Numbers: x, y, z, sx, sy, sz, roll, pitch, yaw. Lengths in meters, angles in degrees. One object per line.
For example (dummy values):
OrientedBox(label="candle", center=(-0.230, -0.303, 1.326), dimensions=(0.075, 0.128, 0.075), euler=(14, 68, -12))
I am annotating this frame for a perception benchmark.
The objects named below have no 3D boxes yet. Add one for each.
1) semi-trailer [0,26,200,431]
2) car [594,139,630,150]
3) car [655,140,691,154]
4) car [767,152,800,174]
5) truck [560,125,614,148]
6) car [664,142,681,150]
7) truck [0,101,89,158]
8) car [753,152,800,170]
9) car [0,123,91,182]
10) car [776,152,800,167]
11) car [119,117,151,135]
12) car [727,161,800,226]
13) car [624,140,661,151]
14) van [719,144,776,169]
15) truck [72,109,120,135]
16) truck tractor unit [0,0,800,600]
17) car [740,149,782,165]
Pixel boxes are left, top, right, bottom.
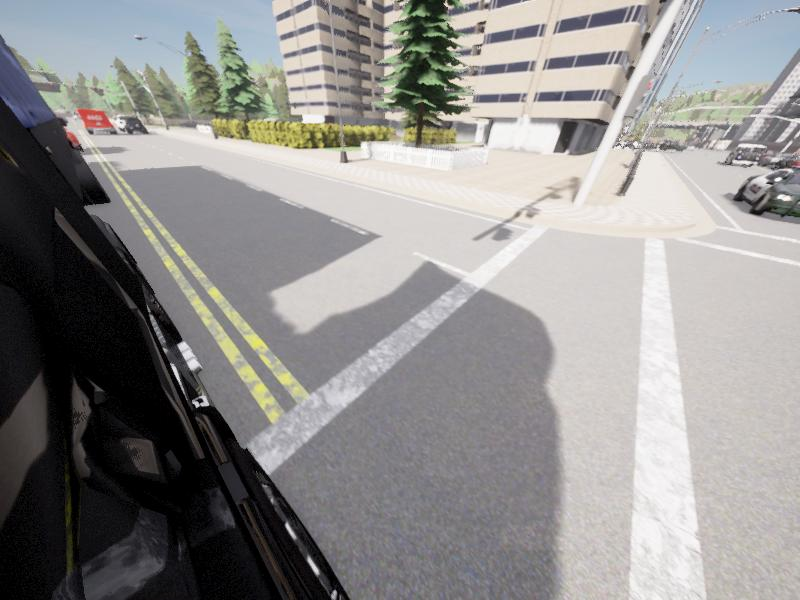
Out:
OrientedBox(label="semi-trailer", center=(-8.618, -3.659, 4.304), dimensions=(14.254, 4.402, 2.717), euler=(29, 44, 31))
OrientedBox(label="car", center=(44.618, -32.912, 48.755), dimensions=(5.238, 1.638, 1.930), euler=(29, 44, 30))
OrientedBox(label="car", center=(51.805, -29.085, 43.902), dimensions=(3.866, 1.878, 1.905), euler=(29, 44, 30))
OrientedBox(label="car", center=(39.291, -13.437, 22.704), dimensions=(2.163, 1.488, 4.792), euler=(29, 44, 31))
OrientedBox(label="truck", center=(42.728, -37.648, 53.123), dimensions=(8.468, 3.827, 2.891), euler=(29, 44, 31))
OrientedBox(label="car", center=(69.544, -39.455, 59.082), dimensions=(2.033, 1.649, 4.856), euler=(29, 44, 31))
OrientedBox(label="truck", center=(-22.148, -10.478, 14.188), dimensions=(5.204, 2.467, 2.627), euler=(29, 44, 31))
OrientedBox(label="car", center=(43.511, -16.101, 26.665), dimensions=(1.895, 1.301, 4.718), euler=(29, 44, 31))
OrientedBox(label="car", center=(-15.618, -6.449, 9.891), dimensions=(4.611, 1.667, 2.242), euler=(29, 44, 32))
OrientedBox(label="car", center=(51.139, -17.917, 29.469), dimensions=(2.033, 1.411, 5.357), euler=(29, 44, 31))
OrientedBox(label="car", center=(-36.452, -23.945, 31.743), dimensions=(3.866, 1.878, 1.905), euler=(30, 45, 31))
OrientedBox(label="car", center=(15.153, -4.154, 8.819), dimensions=(2.038, 1.542, 4.974), euler=(30, 45, 31))
OrientedBox(label="car", center=(50.748, -32.363, 48.439), dimensions=(4.974, 1.542, 2.038), euler=(23, 41, 25))
OrientedBox(label="van", center=(37.765, -15.829, 25.337), dimensions=(2.069, 2.038, 4.480), euler=(29, 44, 31))
OrientedBox(label="truck", center=(-38.077, -22.287, 28.953), dimensions=(5.204, 2.467, 2.627), euler=(29, 44, 31))
OrientedBox(label="truck tractor unit", center=(-2.645, -0.295, 0.351), dimensions=(6.516, 4.208, 3.053), euler=(28, 44, 30))
OrientedBox(label="car", center=(48.129, -19.158, 30.898), dimensions=(1.812, 1.442, 4.674), euler=(29, 44, 31))
